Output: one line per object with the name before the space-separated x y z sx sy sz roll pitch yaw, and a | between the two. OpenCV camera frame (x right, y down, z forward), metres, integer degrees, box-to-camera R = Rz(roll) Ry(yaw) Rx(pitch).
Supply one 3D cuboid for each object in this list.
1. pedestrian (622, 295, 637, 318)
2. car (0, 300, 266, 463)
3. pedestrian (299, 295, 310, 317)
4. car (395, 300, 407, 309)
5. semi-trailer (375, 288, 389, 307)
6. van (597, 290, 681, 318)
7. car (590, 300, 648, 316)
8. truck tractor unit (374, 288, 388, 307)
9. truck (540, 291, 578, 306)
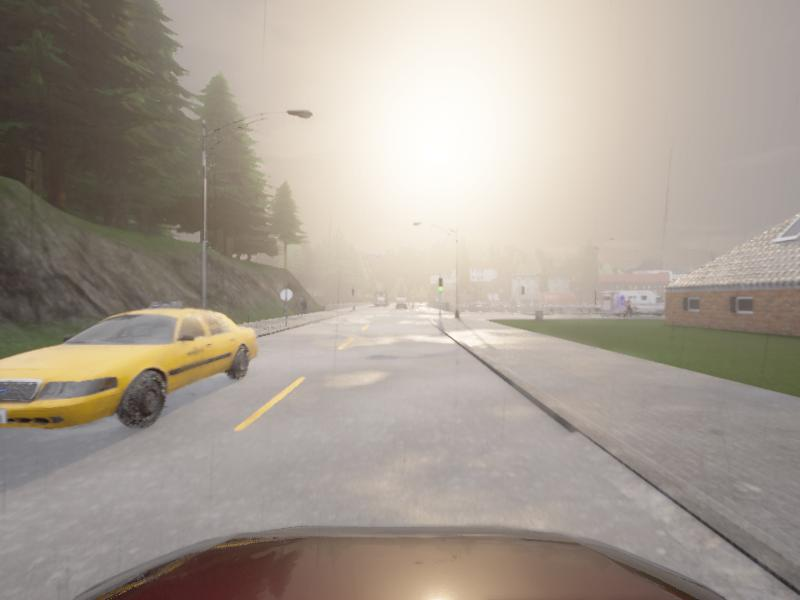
pedestrian | 18.450 0.524 32.154 0.751 1.860 0.751 0 0 1
car | -4.003 0.799 6.584 1.801 1.575 5.366 0 0 0
pedestrian | -8.121 0.522 33.946 0.751 1.860 0.751 0 0 2
car | 0.216 0.801 72.485 2.038 1.542 4.974 0 0 0
semi-trailer | -4.306 -0.649 98.978 2.717 4.402 14.254 0 0 0
van | 22.162 0.366 37.286 6.366 2.431 2.351 0 0 0
car | 22.535 0.810 41.297 5.008 1.535 1.882 0 0 1
truck tractor unit | -4.262 -0.546 91.066 3.053 4.208 6.516 0 0 -1
truck | 40.862 -0.356 102.984 8.468 3.827 2.891 0 0 1
